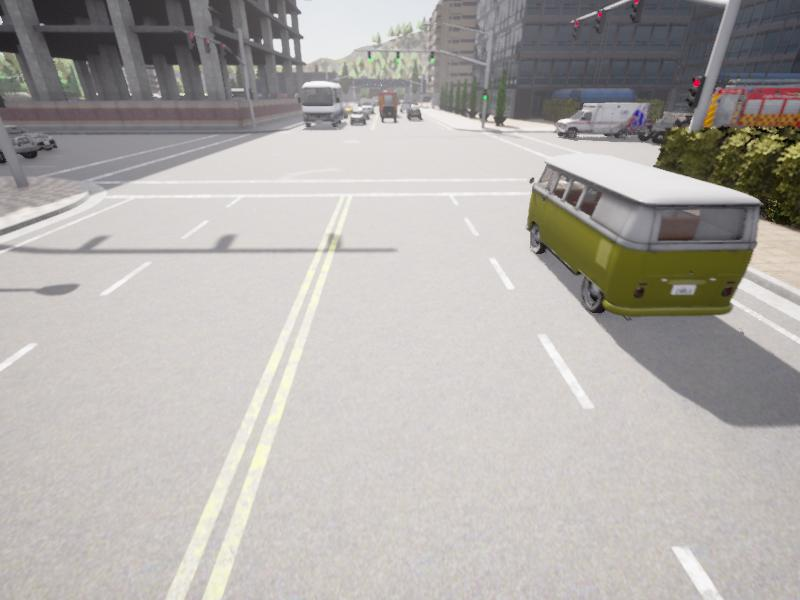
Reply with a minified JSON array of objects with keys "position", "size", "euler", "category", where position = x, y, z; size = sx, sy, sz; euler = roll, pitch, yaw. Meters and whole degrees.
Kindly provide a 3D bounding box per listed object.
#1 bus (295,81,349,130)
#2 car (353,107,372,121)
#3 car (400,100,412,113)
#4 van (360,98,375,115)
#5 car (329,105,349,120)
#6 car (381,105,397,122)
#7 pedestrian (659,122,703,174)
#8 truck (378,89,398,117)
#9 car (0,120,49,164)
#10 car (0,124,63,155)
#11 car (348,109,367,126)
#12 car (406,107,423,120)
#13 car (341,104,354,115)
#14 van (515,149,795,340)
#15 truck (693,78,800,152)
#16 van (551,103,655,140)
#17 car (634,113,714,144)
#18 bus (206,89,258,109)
[{"position":[-8.044,-21.177,43.224],"size":[3.944,4.253,10.273],"euler":[-1,28,-2],"category":"bus"},{"position":[-5.038,-25.302,54.266],"size":[2.128,1.511,4.902],"euler":[-1,27,-1],"category":"car"},{"position":[1.123,-37.249,76.954],"size":[2.150,2.045,5.566],"euler":[-1,28,-2],"category":"car"},{"position":[-5.608,-33.588,69.407],"size":[2.351,2.431,6.366],"euler":[-1,27,-2],"category":"van"},{"position":[-8.635,-26.631,56.682],"size":[2.242,1.667,4.611],"euler":[-1,27,-2],"category":"car"},{"position":[-1.413,-23.686,50.701],"size":[1.905,1.878,3.866],"euler":[-1,27,-2],"category":"car"},{"position":[11.222,-6.085,16.043],"size":[0.751,1.860,0.751],"euler":[5,28,9],"category":"pedestrian"},{"position":[-1.928,-31.798,64.389],"size":[2.891,3.827,8.468],"euler":[-1,27,-2],"category":"truck"},{"position":[-21.029,-7.934,20.047],"size":[4.605,1.855,1.932],"euler":[0,27,0],"category":"car"},{"position":[-22.457,-9.325,23.199],"size":[3.806,1.475,1.970],"euler":[-1,27,-1],"category":"car"},{"position":[-4.706,-20.581,45.023],"size":[1.789,1.549,3.705],"euler":[-1,27,-2],"category":"car"},{"position":[1.939,-25.603,54.831],"size":[2.007,1.525,4.514],"euler":[-1,27,-2],"category":"car"},{"position":[-9.107,-33.191,69.564],"size":[1.801,1.575,5.366],"euler":[-1,27,-2],"category":"car"},{"position":[3.683,-1.362,7.100],"size":[1.775,1.987,4.442],"euler":[-1,27,-2],"category":"van"},{"position":[23.648,-11.278,24.384],"size":[8.468,3.827,2.891],"euler":[-1,27,-2],"category":"truck"},{"position":[15.343,-13.706,30.652],"size":[6.366,2.431,2.351],"euler":[-1,27,-2],"category":"van"},{"position":[18.899,-11.935,27.786],"size":[3.866,1.878,1.905],"euler":[-1,27,-2],"category":"car"},{"position":[-40.488,-48.849,97.049],"size":[10.273,4.253,3.944],"euler":[-1,27,-2],"category":"bus"}]
